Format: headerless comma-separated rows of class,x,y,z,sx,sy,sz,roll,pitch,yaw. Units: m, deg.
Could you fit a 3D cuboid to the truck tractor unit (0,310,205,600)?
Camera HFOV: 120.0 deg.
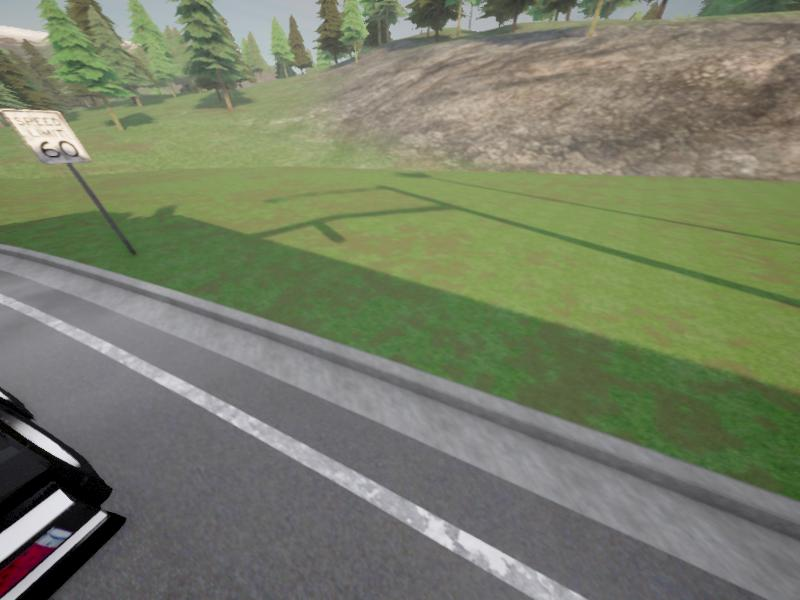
truck tractor unit,-5.225,-0.164,0.614,6.516,4.208,3.053,13,37,19
